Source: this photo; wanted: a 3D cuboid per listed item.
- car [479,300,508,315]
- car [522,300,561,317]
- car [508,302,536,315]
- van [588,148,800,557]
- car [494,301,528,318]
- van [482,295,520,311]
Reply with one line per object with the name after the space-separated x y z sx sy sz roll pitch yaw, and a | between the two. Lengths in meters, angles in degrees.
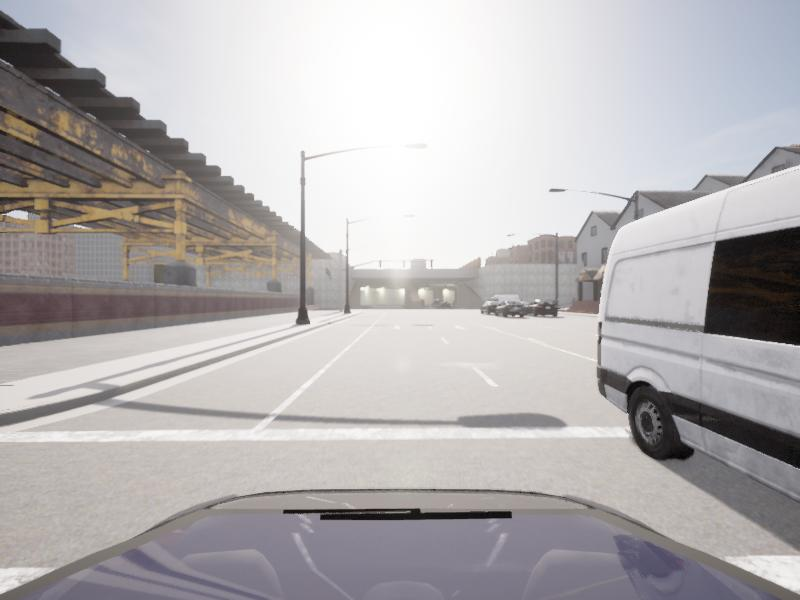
10.534 0.830 45.501 1.930 1.638 5.238 0 0 -1 | car
14.023 0.808 39.993 2.242 1.667 4.611 0 0 0 | car
14.147 0.930 46.748 1.812 1.442 4.674 0 0 -1 | car
3.497 0.327 2.371 1.988 2.561 5.915 0 0 0 | van
10.525 0.878 38.412 2.007 1.525 4.514 0 0 0 | car
16.592 0.426 65.912 5.915 2.561 1.988 0 1 9 | van
